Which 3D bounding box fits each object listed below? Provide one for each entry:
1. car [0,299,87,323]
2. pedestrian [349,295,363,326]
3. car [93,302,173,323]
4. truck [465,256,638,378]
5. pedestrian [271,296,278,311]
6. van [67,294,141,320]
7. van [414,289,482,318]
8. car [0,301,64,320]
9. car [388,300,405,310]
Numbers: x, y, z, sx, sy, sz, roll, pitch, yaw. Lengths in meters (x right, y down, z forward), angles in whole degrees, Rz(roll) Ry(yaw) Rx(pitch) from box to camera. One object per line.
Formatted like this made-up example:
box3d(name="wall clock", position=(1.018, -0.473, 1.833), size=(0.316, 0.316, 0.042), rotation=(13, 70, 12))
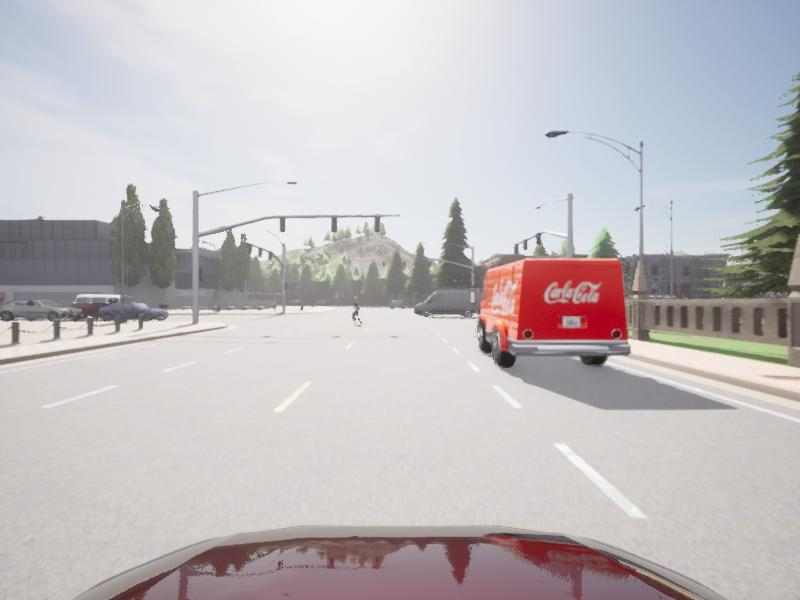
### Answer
box3d(name="car", position=(-26.164, 0.774, 29.171), size=(5.027, 1.651, 2.152), rotation=(0, 0, 0))
box3d(name="pedestrian", position=(-2.728, 0.631, 24.690), size=(0.751, 1.860, 0.751), rotation=(0, 0, 1))
box3d(name="car", position=(-19.365, 0.863, 29.122), size=(4.674, 1.442, 1.812), rotation=(0, 0, 1))
box3d(name="truck", position=(3.509, 0.352, 10.746), size=(2.627, 2.467, 5.204), rotation=(0, 0, -1))
box3d(name="pedestrian", position=(-15.736, 0.474, 50.219), size=(0.751, 1.860, 0.751), rotation=(0, 0, -5))
box3d(name="van", position=(-24.102, 0.563, 32.666), size=(4.480, 2.038, 2.069), rotation=(0, 0, 0))
box3d(name="van", position=(4.238, 0.314, 36.199), size=(5.915, 2.561, 1.988), rotation=(0, 0, 0))
box3d(name="car", position=(-30.699, 0.815, 32.666), size=(5.008, 1.535, 1.882), rotation=(0, 0, 0))
box3d(name="car", position=(-0.677, 0.764, 68.579), size=(2.152, 1.651, 5.027), rotation=(0, 0, -9))
